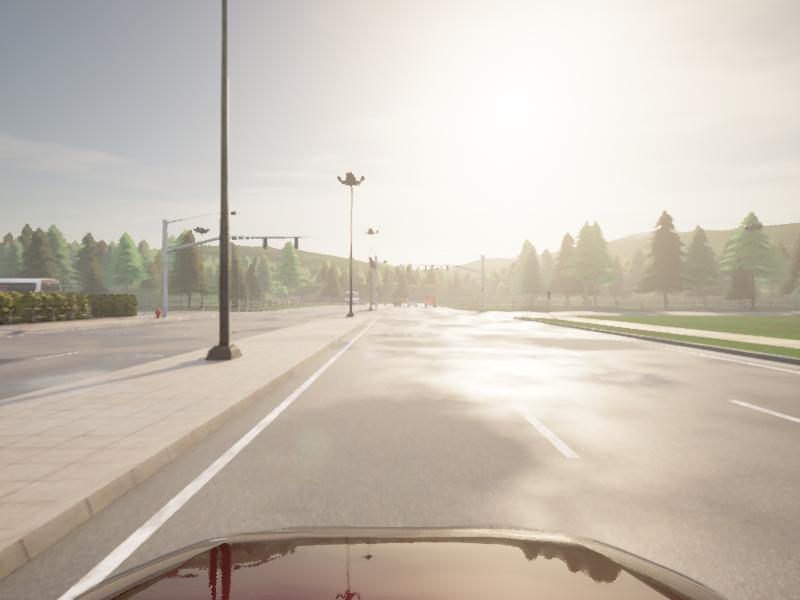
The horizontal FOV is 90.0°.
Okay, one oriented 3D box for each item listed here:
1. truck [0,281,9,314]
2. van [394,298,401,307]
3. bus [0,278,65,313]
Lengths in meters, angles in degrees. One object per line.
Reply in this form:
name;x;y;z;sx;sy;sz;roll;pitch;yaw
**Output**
truck;-51.066;-0.318;46.463;8.468;3.827;2.891;0;0;1
van;-0.579;0.604;93.290;1.775;1.987;4.442;0;0;0
bus;-48.530;-0.535;49.813;10.273;4.253;3.944;0;0;1
